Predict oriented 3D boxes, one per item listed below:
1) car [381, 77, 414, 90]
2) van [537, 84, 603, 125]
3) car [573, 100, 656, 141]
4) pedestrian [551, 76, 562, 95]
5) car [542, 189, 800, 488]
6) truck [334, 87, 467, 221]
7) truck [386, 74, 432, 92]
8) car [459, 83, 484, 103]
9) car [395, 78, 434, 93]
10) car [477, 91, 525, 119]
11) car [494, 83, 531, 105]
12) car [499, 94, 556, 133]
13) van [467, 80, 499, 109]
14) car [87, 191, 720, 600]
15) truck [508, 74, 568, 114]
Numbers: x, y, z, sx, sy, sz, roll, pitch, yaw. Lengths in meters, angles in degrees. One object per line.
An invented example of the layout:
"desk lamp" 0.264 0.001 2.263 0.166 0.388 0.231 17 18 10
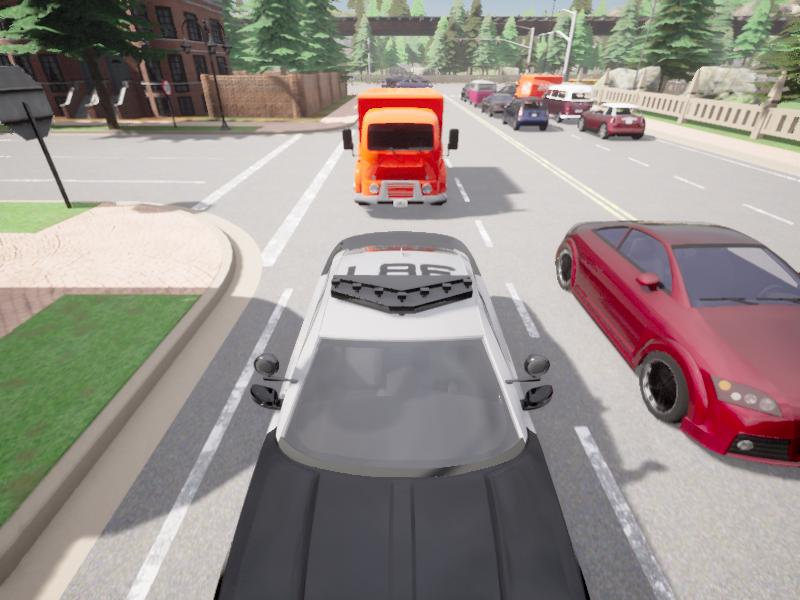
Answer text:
"car" -0.382 -31.947 59.048 4.856 1.649 2.033 0 30 0
"van" 10.517 -12.411 25.236 2.069 2.038 4.480 0 30 0
"car" 10.515 -9.014 19.984 1.970 1.475 3.806 0 30 0
"pedestrian" 17.977 -24.635 45.990 0.751 1.860 0.751 1 30 1
"car" 3.502 -0.089 4.811 1.994 1.385 4.181 0 30 -1
"truck" 0.010 -4.193 10.729 2.627 2.467 5.204 0 31 0
"truck" 1.207 -30.379 55.902 6.274 2.098 2.390 0 30 0
"car" 7.022 -20.473 39.506 1.789 1.549 3.705 0 30 0
"car" 1.847 -28.405 52.999 5.027 1.651 2.152 0 30 0
"car" 7.020 -13.912 28.439 2.033 1.411 5.357 0 30 0
"car" 10.521 -19.520 37.808 2.033 1.649 4.856 0 30 0
"car" 7.017 -10.593 22.550 1.851 1.617 3.988 0 30 0
"van" 7.020 -17.752 34.422 1.775 1.987 4.442 0 30 0
"car" 0.012 0.614 3.354 1.930 1.638 5.238 0 30 0
"truck" 10.522 -16.098 31.119 2.627 2.467 5.204 0 30 0
